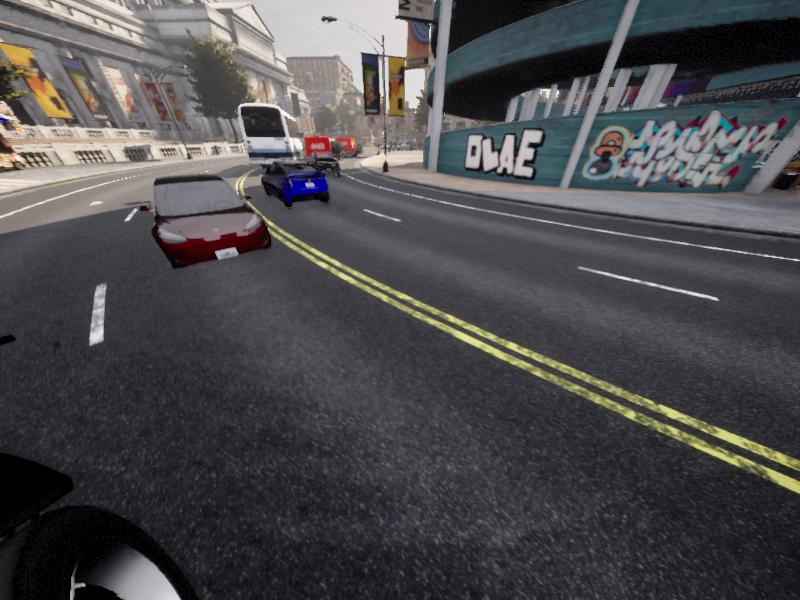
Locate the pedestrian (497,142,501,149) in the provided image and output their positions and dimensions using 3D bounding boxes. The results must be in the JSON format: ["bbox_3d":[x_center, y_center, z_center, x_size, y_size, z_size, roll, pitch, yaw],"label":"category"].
[{"bbox_3d":[33.233,-52.033,77.752,0.751,1.860,0.751,6,35,8],"label":"pedestrian"}]

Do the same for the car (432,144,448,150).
[{"bbox_3d":[12.379,-47.626,71.810,4.718,1.301,1.895,3,35,3],"label":"car"}]

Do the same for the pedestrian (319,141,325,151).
[{"bbox_3d":[-17.092,-33.784,50.751,0.751,1.860,0.751,14,37,18],"label":"pedestrian"}]

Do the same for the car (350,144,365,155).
[{"bbox_3d":[-7.569,-27.192,41.729,1.789,1.549,3.705,3,35,3],"label":"car"}]

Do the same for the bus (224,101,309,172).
[{"bbox_3d":[-11.422,-14.933,21.590,3.944,4.253,10.273,-7,35,-12],"label":"bus"}]

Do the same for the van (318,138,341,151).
[{"bbox_3d":[-16.539,-36.784,54.634,2.351,2.431,6.366,8,35,10],"label":"van"}]

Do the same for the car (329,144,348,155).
[{"bbox_3d":[-11.056,-27.460,42.075,2.007,1.525,4.514,3,35,3],"label":"car"}]

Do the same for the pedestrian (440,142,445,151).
[{"bbox_3d":[9.868,-35.748,53.820,0.751,1.860,0.751,9,36,12],"label":"pedestrian"}]

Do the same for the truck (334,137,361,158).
[{"bbox_3d":[-8.048,-23.749,35.949,2.627,2.467,5.204,3,35,3],"label":"truck"}]

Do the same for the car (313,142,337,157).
[{"bbox_3d":[-11.573,-23.485,36.021,1.932,1.855,4.605,3,35,3],"label":"car"}]

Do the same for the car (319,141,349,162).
[{"bbox_3d":[-8.456,-19.462,30.127,2.150,2.045,5.566,1,35,0],"label":"car"}]

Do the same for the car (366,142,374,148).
[{"bbox_3d":[-10.708,-55.681,82.788,1.882,1.535,5.008,3,35,3],"label":"car"}]

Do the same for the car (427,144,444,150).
[{"bbox_3d":[10.612,-45.765,68.961,4.674,1.442,1.812,3,35,3],"label":"car"}]

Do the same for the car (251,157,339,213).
[{"bbox_3d":[-4.681,-5.229,10.120,2.007,1.525,4.514,-23,41,-30],"label":"car"}]

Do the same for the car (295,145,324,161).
[{"bbox_3d":[-11.885,-19.558,30.659,2.007,1.525,4.514,1,35,0],"label":"car"}]

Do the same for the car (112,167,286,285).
[{"bbox_3d":[-5.085,-2.336,5.978,2.163,1.488,4.792,-26,43,-33],"label":"car"}]

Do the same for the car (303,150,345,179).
[{"bbox_3d":[-5.887,-10.463,17.662,2.128,1.511,4.902,-14,37,-20],"label":"car"}]

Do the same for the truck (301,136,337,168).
[{"bbox_3d":[-8.022,-15.143,23.530,2.627,2.467,5.204,-6,35,-9],"label":"truck"}]
